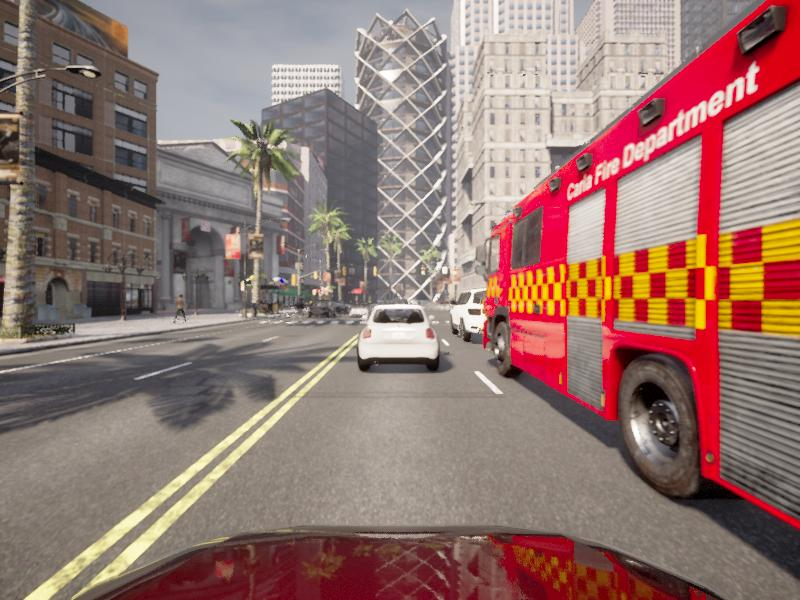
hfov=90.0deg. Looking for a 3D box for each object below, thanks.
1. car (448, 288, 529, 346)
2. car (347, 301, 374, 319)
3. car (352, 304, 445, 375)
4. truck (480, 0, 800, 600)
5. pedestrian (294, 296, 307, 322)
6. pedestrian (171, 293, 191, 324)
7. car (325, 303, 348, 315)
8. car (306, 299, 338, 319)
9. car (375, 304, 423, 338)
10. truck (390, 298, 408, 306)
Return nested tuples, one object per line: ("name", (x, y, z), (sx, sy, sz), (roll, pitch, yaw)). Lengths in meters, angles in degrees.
("car", (3.449, 0.573, 16.836), (2.150, 2.045, 5.566), (0, 0, 0))
("car", (-3.540, 0.833, 36.607), (2.007, 1.525, 4.514), (0, 0, 0))
("car", (-0.041, 0.855, 10.423), (1.970, 1.475, 3.806), (0, 0, 0))
("truck", (3.455, -0.320, 5.765), (2.891, 3.827, 8.468), (0, 0, 0))
("pedestrian", (-7.009, 0.641, 28.328), (0.751, 1.860, 0.751), (0, 0, -2))
("pedestrian", (-13.294, 0.488, 24.260), (0.751, 1.860, 0.751), (0, 0, 17))
("car", (-7.037, 0.949, 44.777), (1.895, 1.301, 4.718), (0, 0, 0))
("car", (-7.041, 0.775, 36.528), (1.930, 1.638, 5.238), (0, 0, 0))
("car", (-0.050, 0.910, 18.786), (1.994, 1.385, 4.181), (0, 0, 0))
("truck", (-0.177, 0.553, 115.379), (2.390, 2.098, 6.274), (0, 0, 28))
